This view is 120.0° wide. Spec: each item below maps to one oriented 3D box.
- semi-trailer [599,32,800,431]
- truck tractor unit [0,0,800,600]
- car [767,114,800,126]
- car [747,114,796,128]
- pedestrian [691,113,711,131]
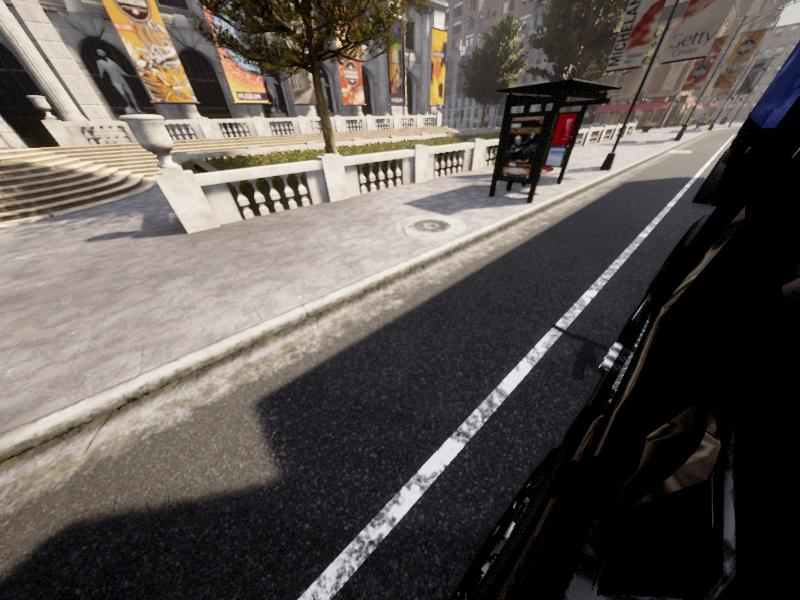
[{"bbox_3d":[8.642,-3.654,4.267,14.254,4.402,2.717,-29,44,-30],"label":"semi-trailer"},{"bbox_3d":[2.645,-0.295,0.351,6.516,4.208,3.053,-28,44,-30],"label":"truck tractor unit"},{"bbox_3d":[57.970,-26.510,34.031,4.718,1.301,1.895,-8,37,-7],"label":"car"},{"bbox_3d":[52.513,-25.348,32.721,4.674,1.452,2.002,-14,38,-15],"label":"car"},{"bbox_3d":[39.951,-23.677,30.695,0.751,1.860,0.751,-21,41,-23],"label":"pedestrian"}]
